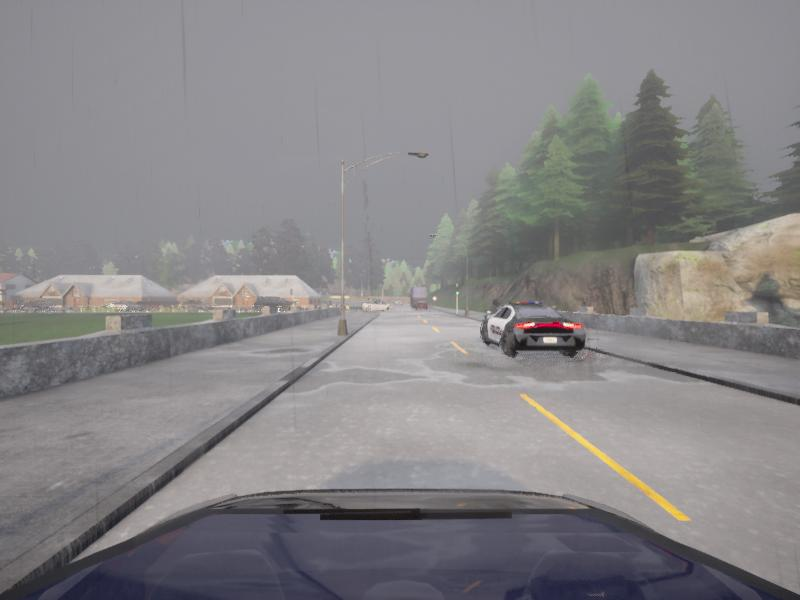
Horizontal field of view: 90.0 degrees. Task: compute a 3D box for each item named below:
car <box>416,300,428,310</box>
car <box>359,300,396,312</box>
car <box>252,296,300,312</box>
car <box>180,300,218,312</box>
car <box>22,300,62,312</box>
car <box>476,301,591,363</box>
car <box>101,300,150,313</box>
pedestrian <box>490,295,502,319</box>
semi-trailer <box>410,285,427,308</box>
[{"bbox_3d":[3.644,0.825,68.090,1.882,1.535,5.008,0,0,1],"label":"car"},{"bbox_3d":[-3.024,0.831,53.632,4.514,1.525,2.007,0,0,-17],"label":"car"},{"bbox_3d":[-16.194,0.569,52.443,5.566,2.045,2.150,0,0,0],"label":"car"},{"bbox_3d":[-26.294,0.790,52.412,3.988,1.617,1.851,0,0,0],"label":"car"},{"bbox_3d":[-46.789,0.817,52.330,3.705,1.549,1.789,0,0,0],"label":"car"},{"bbox_3d":[3.905,0.829,12.776,2.038,1.542,4.974,0,0,0],"label":"car"},{"bbox_3d":[-35.832,0.837,52.374,4.974,1.542,2.038,-1,0,0],"label":"car"},{"bbox_3d":[7.347,0.534,30.698,0.751,1.860,0.751,0,0,3],"label":"pedestrian"},{"bbox_3d":[3.671,-0.617,82.021,2.717,4.402,14.254,0,0,0],"label":"semi-trailer"}]
